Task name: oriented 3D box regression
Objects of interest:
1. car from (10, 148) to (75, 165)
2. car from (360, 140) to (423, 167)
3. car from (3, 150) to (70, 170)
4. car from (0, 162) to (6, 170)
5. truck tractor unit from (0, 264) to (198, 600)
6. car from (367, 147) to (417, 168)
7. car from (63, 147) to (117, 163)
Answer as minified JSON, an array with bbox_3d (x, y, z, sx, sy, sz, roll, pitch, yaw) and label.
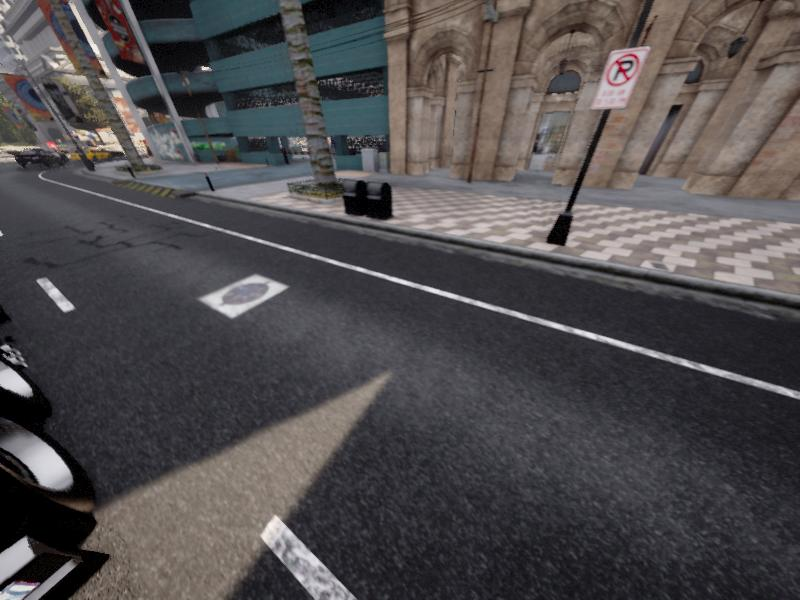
[{"bbox_3d":[-44.736,-18.162,29.142,2.038,1.542,4.974,-13,37,-17],"label":"car"},{"bbox_3d":[-0.825,-14.547,22.764,5.566,2.045,2.435,18,39,24],"label":"car"},{"bbox_3d":[-38.035,-14.897,24.410,2.128,1.511,4.902,-22,40,-28],"label":"car"},{"bbox_3d":[-39.598,-12.560,21.258,1.895,1.301,4.718,-24,41,-30],"label":"car"},{"bbox_3d":[-5.115,-0.296,0.778,6.516,4.208,3.053,18,39,24],"label":"truck tractor unit"},{"bbox_3d":[-0.773,-14.209,22.964,4.514,1.523,2.007,18,39,24],"label":"car"},{"bbox_3d":[-42.126,-19.933,31.619,1.801,1.575,5.366,-11,36,-15],"label":"car"}]
